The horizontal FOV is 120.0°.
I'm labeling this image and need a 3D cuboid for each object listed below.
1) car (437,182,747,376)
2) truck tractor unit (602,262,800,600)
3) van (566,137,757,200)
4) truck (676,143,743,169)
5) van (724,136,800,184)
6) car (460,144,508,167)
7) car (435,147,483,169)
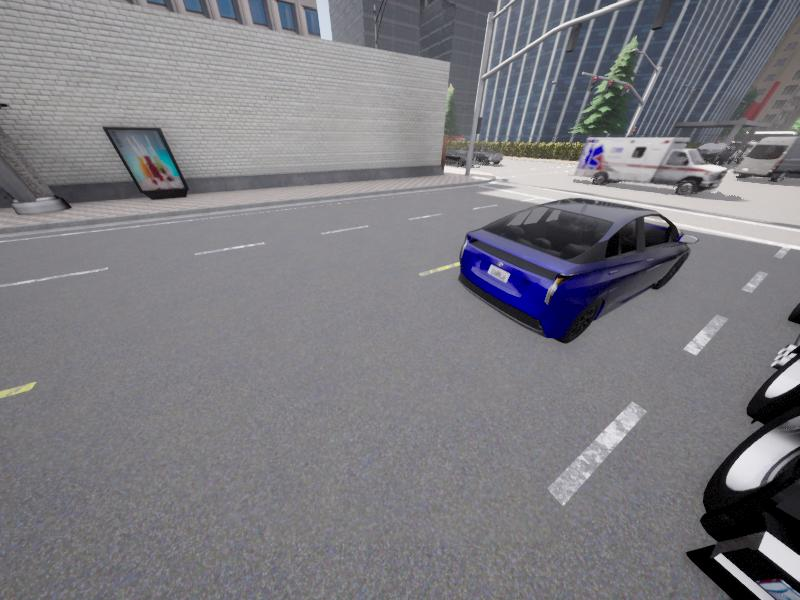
[{"bbox_3d":[3.119,-0.868,3.931,4.514,1.525,2.007,-18,39,-24],"label":"car"},{"bbox_3d":[5.106,-0.305,0.787,6.516,4.208,3.053,-18,39,-24],"label":"truck tractor unit"},{"bbox_3d":[13.723,-7.669,13.030,2.351,2.431,6.366,-18,39,-24],"label":"van"},{"bbox_3d":[32.933,-15.450,24.585,6.274,2.098,2.390,-18,39,-24],"label":"truck"},{"bbox_3d":[27.028,-9.613,15.828,5.915,2.561,1.988,-4,36,-6],"label":"van"},{"bbox_3d":[9.066,-16.014,25.504,1.932,1.855,4.605,-18,39,-24],"label":"car"},{"bbox_3d":[5.996,-14.959,24.191,2.033,1.649,4.856,-18,39,-24],"label":"car"}]
